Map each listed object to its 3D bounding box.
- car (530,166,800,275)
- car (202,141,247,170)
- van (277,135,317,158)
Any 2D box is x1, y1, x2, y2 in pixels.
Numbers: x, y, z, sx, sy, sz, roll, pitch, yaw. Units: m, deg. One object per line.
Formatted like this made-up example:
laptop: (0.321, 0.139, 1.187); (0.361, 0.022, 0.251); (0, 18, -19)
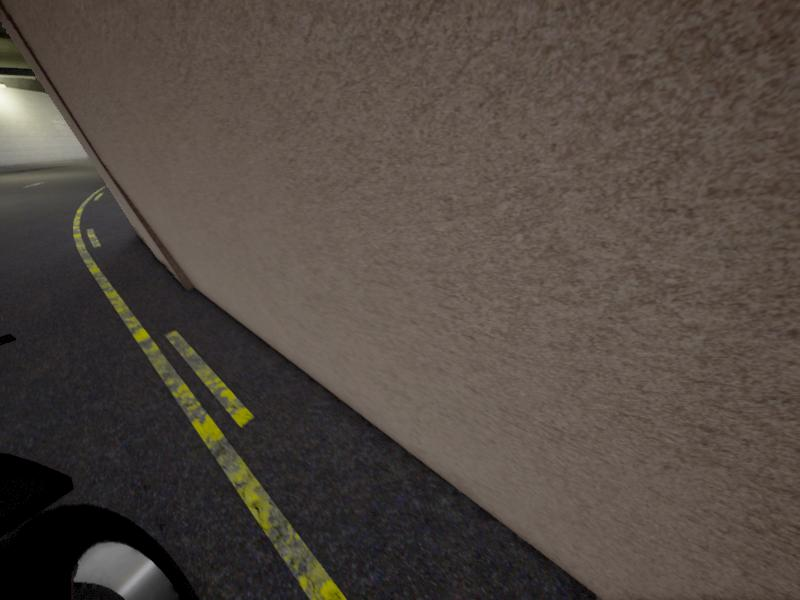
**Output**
car: (6.262, -2.351, 5.971); (4.514, 1.525, 2.007); (22, 41, 28)
car: (-14.931, -12.576, 19.980); (1.932, 1.855, 4.605); (-14, 38, -19)
van: (-13.828, -21.137, 31.651); (2.351, 2.431, 6.366); (1, 35, 2)
